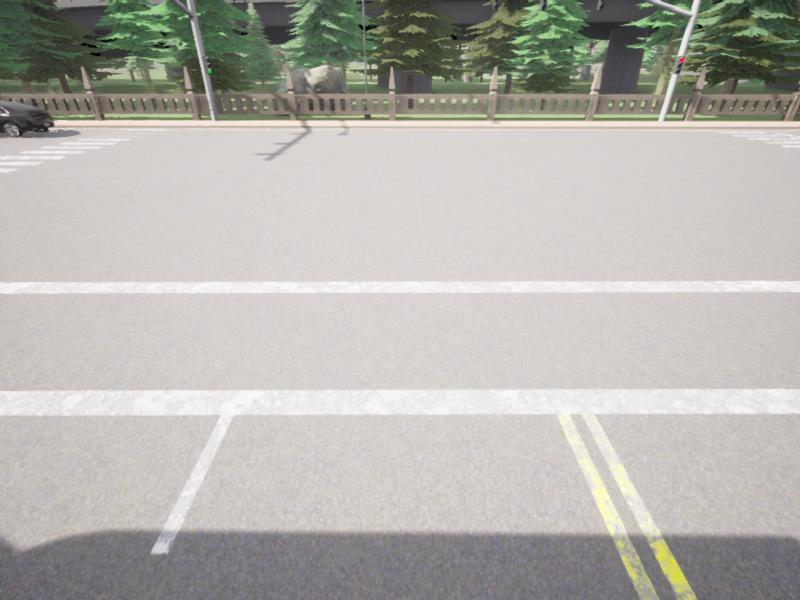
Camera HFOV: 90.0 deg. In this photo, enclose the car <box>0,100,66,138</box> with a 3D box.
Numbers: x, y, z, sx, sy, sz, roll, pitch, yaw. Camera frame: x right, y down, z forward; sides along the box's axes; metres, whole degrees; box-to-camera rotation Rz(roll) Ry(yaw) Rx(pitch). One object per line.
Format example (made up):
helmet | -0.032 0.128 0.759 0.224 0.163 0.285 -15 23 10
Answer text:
car | -19.753 -8.856 19.560 4.892 1.490 1.837 1 30 1
